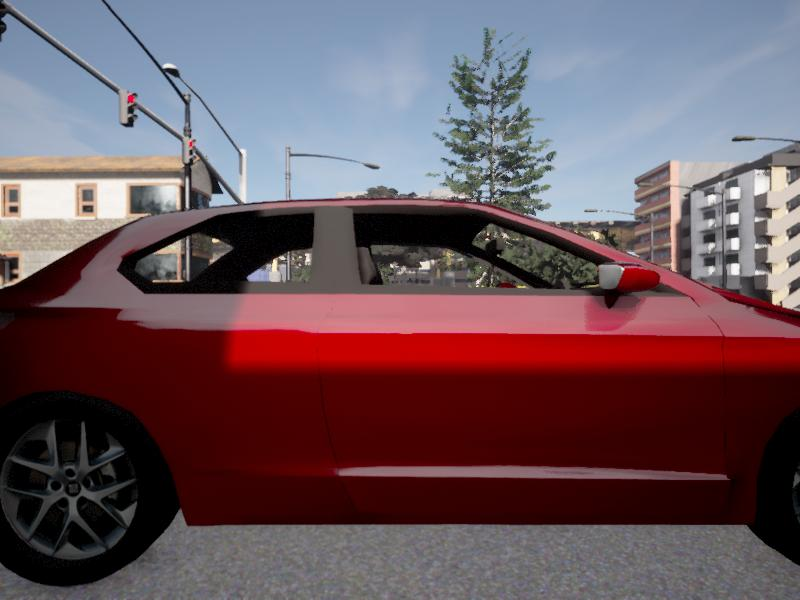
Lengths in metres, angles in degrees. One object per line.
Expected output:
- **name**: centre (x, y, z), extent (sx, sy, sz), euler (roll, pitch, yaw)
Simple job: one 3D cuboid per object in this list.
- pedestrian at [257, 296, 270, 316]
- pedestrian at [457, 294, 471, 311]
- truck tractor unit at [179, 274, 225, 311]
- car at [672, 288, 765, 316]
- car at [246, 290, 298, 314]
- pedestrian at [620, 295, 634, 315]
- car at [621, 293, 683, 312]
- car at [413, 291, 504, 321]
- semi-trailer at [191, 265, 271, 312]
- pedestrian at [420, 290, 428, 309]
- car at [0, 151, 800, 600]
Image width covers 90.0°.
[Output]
- **pedestrian**: centre (-7.673, 0.323, 22.444), extent (0.500, 1.100, 0.500), euler (0, 0, 32)
- **pedestrian**: centre (4.942, 0.207, 30.813), extent (0.751, 1.300, 0.751), euler (0, 0, -40)
- **truck tractor unit**: centre (-24.324, -0.892, 48.968), extent (3.053, 4.208, 6.516), euler (0, 0, -45)
- **car**: centre (20.806, 0.125, 26.503), extent (2.152, 1.651, 5.027), euler (0, 0, 1)
- **car**: centre (-11.744, 0.124, 36.459), extent (5.566, 2.045, 2.150), euler (1, 1, 45)
- **pedestrian**: centre (12.325, 0.256, 21.739), extent (0.500, 1.100, 0.500), euler (0, 0, -36)
- **car**: centre (20.870, 0.199, 33.437), extent (2.163, 1.488, 4.792), euler (0, 0, 0)
- **car**: centre (3.037, 0.308, 21.558), extent (1.812, 1.442, 4.674), euler (0, -1, -44)
- **semi-trailer**: centre (-18.714, -1.037, 43.384), extent (14.254, 4.402, 2.717), euler (-1, 0, 45)
- **pedestrian**: centre (2.352, -0.052, 38.795), extent (0.751, 1.860, 0.751), euler (0, 0, 4)
- **car**: centre (0.275, 0.256, 2.204), extent (4.193, 1.474, 1.816), euler (0, 0, 0)
